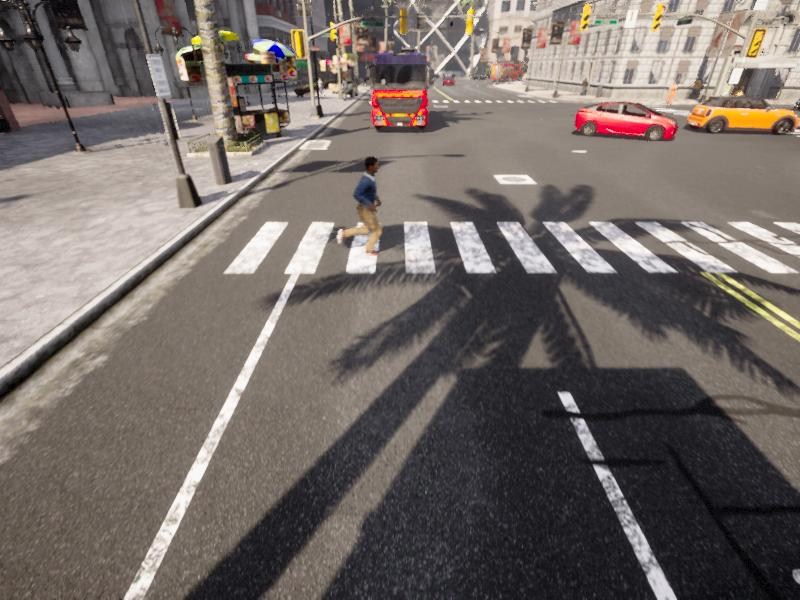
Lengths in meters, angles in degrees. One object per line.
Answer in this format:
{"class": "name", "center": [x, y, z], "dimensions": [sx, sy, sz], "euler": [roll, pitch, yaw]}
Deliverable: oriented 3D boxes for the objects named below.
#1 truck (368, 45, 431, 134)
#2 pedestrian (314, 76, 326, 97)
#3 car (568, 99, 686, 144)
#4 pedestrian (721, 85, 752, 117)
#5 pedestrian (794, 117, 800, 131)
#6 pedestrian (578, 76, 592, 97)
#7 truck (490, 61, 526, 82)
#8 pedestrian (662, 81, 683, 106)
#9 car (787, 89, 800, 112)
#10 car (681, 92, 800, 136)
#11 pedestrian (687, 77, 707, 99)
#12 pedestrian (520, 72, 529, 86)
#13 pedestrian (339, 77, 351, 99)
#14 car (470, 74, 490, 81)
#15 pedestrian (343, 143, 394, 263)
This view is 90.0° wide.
{"class": "truck", "center": [-0.011, -12.216, 23.008], "dimensions": [2.891, 3.827, 8.468], "euler": [0, 30, 0]}
{"class": "pedestrian", "center": [-8.197, -21.939, 41.169], "dimensions": [0.751, 1.860, 0.751], "euler": [23, 38, 34]}
{"class": "car", "center": [10.817, -8.663, 19.226], "dimensions": [4.514, 1.525, 2.007], "euler": [17, 35, 27]}
{"class": "pedestrian", "center": [22.311, -13.185, 26.555], "dimensions": [0.751, 1.860, 0.751], "euler": [0, 30, 0]}
{"class": "pedestrian", "center": [21.502, -9.731, 20.669], "dimensions": [0.751, 1.860, 0.751], "euler": [1, 30, 2]}
{"class": "pedestrian", "center": [19.362, -22.414, 41.982], "dimensions": [0.751, 1.860, 0.751], "euler": [0, 30, 0]}
{"class": "truck", "center": [22.865, -48.237, 84.393], "dimensions": [2.891, 3.827, 8.468], "euler": [26, 39, 37]}
{"class": "pedestrian", "center": [22.923, -17.400, 33.740], "dimensions": [0.751, 1.860, 0.751], "euler": [4, 31, 7]}
{"class": "car", "center": [32.772, -15.069, 30.177], "dimensions": [4.892, 1.490, 1.837], "euler": [0, 30, 0]}
{"class": "car", "center": [17.659, -9.564, 20.498], "dimensions": [4.553, 1.767, 2.097], "euler": [4, 31, 8]}
{"class": "pedestrian", "center": [28.659, -20.463, 38.658], "dimensions": [0.751, 1.860, 0.751], "euler": [0, 30, 0]}
{"class": "pedestrian", "center": [20.270, -35.943, 65.036], "dimensions": [0.751, 1.860, 0.751], "euler": [-16, 34, -25]}
{"class": "pedestrian", "center": [-5.346, -20.561, 38.820], "dimensions": [0.751, 1.860, 0.751], "euler": [18, 35, 27]}
{"class": "car", "center": [17.837, -49.553, 89.133], "dimensions": [4.718, 1.301, 1.895], "euler": [-25, 38, -35]}
{"class": "pedestrian", "center": [-0.514, -1.659, 6.912], "dimensions": [0.751, 1.860, 0.751], "euler": [-2, 30, -3]}
